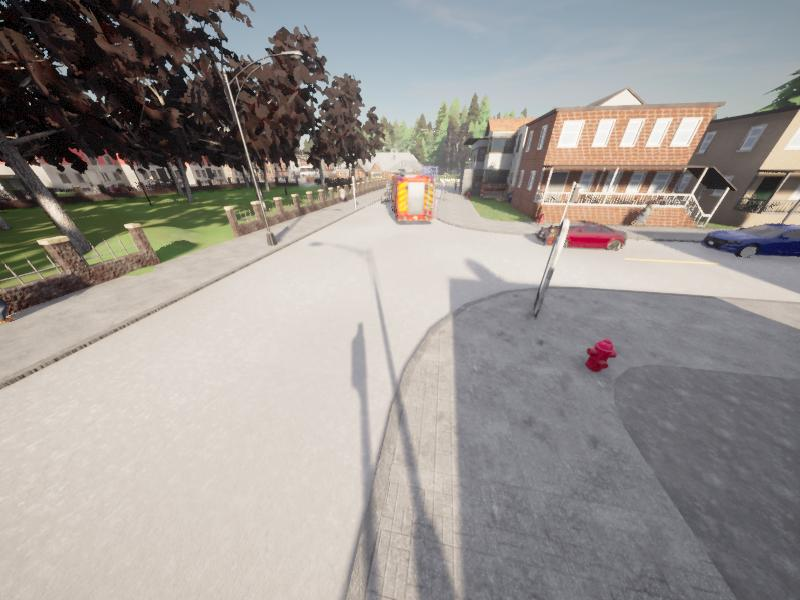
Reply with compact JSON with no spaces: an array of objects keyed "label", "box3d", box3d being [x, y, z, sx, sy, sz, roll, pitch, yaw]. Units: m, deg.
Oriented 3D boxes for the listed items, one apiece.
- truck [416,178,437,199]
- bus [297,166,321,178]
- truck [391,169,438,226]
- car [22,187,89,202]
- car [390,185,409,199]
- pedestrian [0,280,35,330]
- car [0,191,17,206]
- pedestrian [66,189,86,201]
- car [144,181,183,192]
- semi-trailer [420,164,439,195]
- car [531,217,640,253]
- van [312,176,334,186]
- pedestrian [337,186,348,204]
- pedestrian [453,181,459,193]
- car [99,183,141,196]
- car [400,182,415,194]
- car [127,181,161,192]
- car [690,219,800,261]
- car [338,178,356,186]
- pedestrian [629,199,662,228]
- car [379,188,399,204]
[{"label":"truck","box3d":[4.048,-16.811,34.652,2.627,2.467,5.204,5,30,9]},{"label":"bus","box3d":[-37.411,-53.113,95.685,3.944,4.253,10.273,5,30,9]},{"label":"truck","box3d":[0.900,-9.499,20.631,2.891,3.827,8.468,-2,30,-4]},{"label":"car","box3d":[-46.697,-14.440,31.490,2.007,1.525,4.514,5,30,9]},{"label":"car","box3d":[-0.005,-16.512,35.211,2.033,1.411,5.357,5,30,8]},{"label":"pedestrian","box3d":[-11.277,-0.144,6.138,0.751,1.860,0.751,5,30,9]},{"label":"car","box3d":[-47.776,-11.353,26.194,1.970,1.475,3.806,5,30,9]},{"label":"pedestrian","box3d":[-42.111,-13.618,30.035,0.751,1.300,0.751,5,30,8]},{"label":"car","box3d":[-44.278,-21.282,43.373,1.837,1.490,4.892,5,30,8]},{"label":"semi-trailer","box3d":[5.693,-22.566,42.672,2.717,4.402,14.254,4,30,7]},{"label":"car","box3d":[10.241,-3.767,13.164,4.181,1.385,1.994,5,30,8]},{"label":"van","box3d":[-19.021,-29.661,57.340,4.480,2.038,2.069,5,30,9]},{"label":"pedestrian","box3d":[-6.873,-12.565,27.652,0.751,1.860,0.751,5,30,8]},{"label":"pedestrian","box3d":[9.324,-18.923,38.648,0.751,1.860,0.751,5,30,8]},{"label":"car","box3d":[-45.449,-17.993,37.616,1.789,1.549,3.705,5,30,9]},{"label":"car","box3d":[1.399,-20.204,41.419,1.801,1.575,5.366,5,30,9]},{"label":"car","box3d":[-48.258,-21.498,43.708,1.845,1.501,3.633,5,31,9]},{"label":"car","box3d":[19.054,-3.073,11.791,5.008,1.535,1.882,5,30,9]},{"label":"car","box3d":[-12.908,-28.897,56.527,3.633,1.501,1.845,5,30,9]},{"label":"pedestrian","box3d":[17.585,-6.190,16.592,0.751,1.860,0.751,6,31,10]},{"label":"car","box3d":[-1.281,-13.276,29.471,1.845,1.501,3.633,4,30,7]}]
